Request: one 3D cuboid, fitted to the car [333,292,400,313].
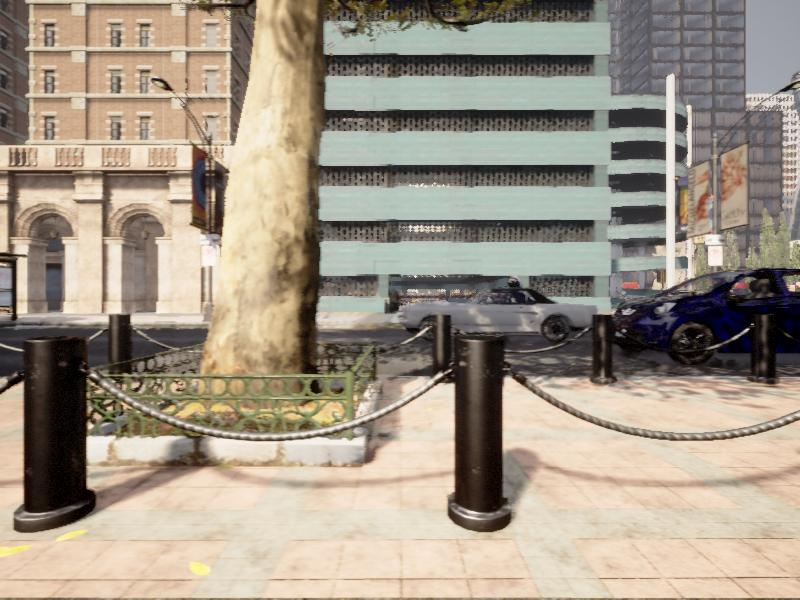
[{"bbox_3d":[-2.387,0.158,29.518,4.786,1.482,2.161,0,0,0],"label":"car"}]

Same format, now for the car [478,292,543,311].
[{"bbox_3d":[9.199,0.116,33.651,4.902,1.511,2.128,0,0,0],"label":"car"}]

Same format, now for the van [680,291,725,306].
[{"bbox_3d":[52.828,-0.307,70.052,1.988,2.561,5.915,0,0,-32],"label":"van"}]

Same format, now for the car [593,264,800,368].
[{"bbox_3d":[5.505,0.225,6.701,3.633,1.501,1.845,0,0,0],"label":"car"}]

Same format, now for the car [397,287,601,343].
[{"bbox_3d":[2.286,0.344,10.200,4.718,1.301,1.895,0,0,0],"label":"car"}]
